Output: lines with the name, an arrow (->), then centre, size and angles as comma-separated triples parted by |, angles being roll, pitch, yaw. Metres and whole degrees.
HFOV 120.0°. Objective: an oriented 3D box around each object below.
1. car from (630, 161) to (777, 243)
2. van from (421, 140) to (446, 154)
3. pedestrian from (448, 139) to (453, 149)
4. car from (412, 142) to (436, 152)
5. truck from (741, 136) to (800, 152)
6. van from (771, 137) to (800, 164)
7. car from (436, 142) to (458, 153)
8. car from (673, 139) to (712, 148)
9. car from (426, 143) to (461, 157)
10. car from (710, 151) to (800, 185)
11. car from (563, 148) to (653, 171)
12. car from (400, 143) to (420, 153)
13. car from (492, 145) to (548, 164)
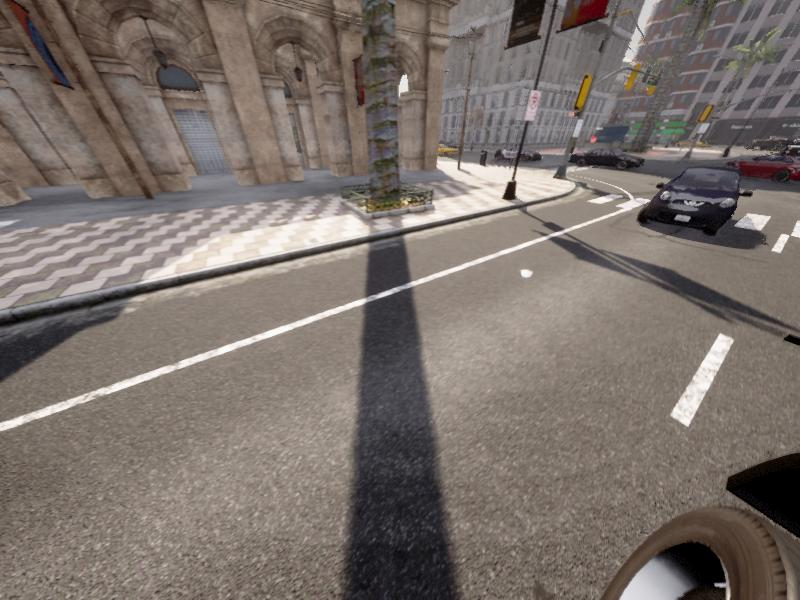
car -> 8.984, -3.172, 7.018 | 3.633, 1.501, 1.845 | -27, 44, -33
van -> 5.706, -26.622, 40.106 | 1.775, 1.987, 4.442 | -21, 40, -26
pedestrian -> 11.112, -34.363, 50.882 | 0.751, 1.860, 0.751 | -19, 39, -24
car -> 4.700, -31.037, 46.767 | 1.801, 1.575, 5.366 | -21, 40, -26
truck -> 63.460, -26.632, 39.316 | 2.390, 2.098, 6.274 | 8, 36, 11
van -> 39.452, -14.747, 22.714 | 4.480, 2.038, 2.069 | -20, 40, -26
car -> 8.525, -27.658, 41.924 | 1.789, 1.549, 3.705 | -21, 40, -26
car -> 67.010, -36.022, 53.115 | 1.801, 1.575, 5.366 | -5, 35, -6
car -> 6.292, -22.232, 34.190 | 1.801, 1.575, 5.366 | -21, 40, -26
car -> 22.526, -8.055, 13.959 | 1.994, 1.385, 4.181 | 1, 35, 2
car -> 17.667, -12.257, 19.987 | 2.033, 1.411, 5.357 | -23, 41, -28
car -> 1.950, -29.719, 45.013 | 1.816, 1.474, 4.193 | -21, 40, -26
car -> 13.089, -16.204, 25.552 | 2.038, 1.542, 4.974 | -21, 40, -26
